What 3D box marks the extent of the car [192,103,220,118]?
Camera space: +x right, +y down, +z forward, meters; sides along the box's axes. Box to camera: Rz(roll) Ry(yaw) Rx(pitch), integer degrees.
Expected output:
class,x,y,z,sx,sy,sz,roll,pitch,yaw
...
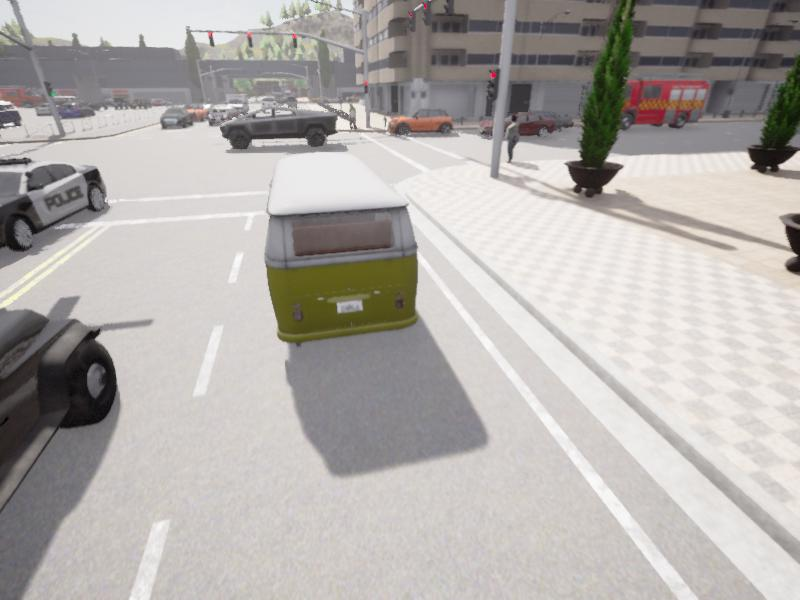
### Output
class,x,y,z,sx,sy,sz,roll,pitch,yaw
car,-23.951,-23.526,49.588,2.163,1.488,4.792,-7,29,-12

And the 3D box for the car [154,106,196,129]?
class,x,y,z,sx,sy,sz,roll,pitch,yaw
car,-20.235,-16.591,36.263,2.033,1.649,4.856,-7,29,-12

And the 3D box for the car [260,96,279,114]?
class,x,y,z,sx,sy,sz,roll,pitch,yaw
car,-18.816,-28.197,57.759,2.150,2.045,5.566,-7,29,-13

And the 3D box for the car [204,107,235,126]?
class,x,y,z,sx,sy,sz,roll,pitch,yaw
car,-17.213,-17.644,38.377,1.970,1.475,3.806,-7,29,-12

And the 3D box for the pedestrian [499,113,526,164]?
class,x,y,z,sx,sy,sz,roll,pitch,yaw
pedestrian,4.518,-6.513,16.143,0.751,1.860,0.751,2,28,5

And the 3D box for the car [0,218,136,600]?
class,x,y,z,sx,sy,sz,roll,pitch,yaw
car,-3.591,1.028,2.435,1.905,1.878,3.866,-7,29,-12

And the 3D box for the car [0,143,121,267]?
class,x,y,z,sx,sy,sz,roll,pitch,yaw
car,-8.996,-2.419,9.295,1.930,1.638,5.238,-5,28,-8

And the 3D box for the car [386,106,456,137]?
class,x,y,z,sx,sy,sz,roll,pitch,yaw
car,1.418,-12.622,28.189,4.553,1.767,2.097,-5,28,-9

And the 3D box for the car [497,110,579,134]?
class,x,y,z,sx,sy,sz,roll,pitch,yaw
car,10.281,-13.386,29.956,5.357,1.411,2.033,-7,29,-12

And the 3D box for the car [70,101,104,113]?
class,x,y,z,sx,sy,sz,roll,pitch,yaw
car,-47.315,-29.349,60.637,2.033,1.415,5.357,-7,29,-12

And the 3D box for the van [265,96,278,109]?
class,x,y,z,sx,sy,sz,roll,pitch,yaw
van,-22.416,-34.477,69.749,1.775,1.987,4.442,-7,29,-12

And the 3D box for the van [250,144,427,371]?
class,x,y,z,sx,sy,sz,roll,pitch,yaw
van,-1.104,-1.137,6.400,1.775,1.987,4.442,-7,29,-12

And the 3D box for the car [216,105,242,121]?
class,x,y,z,sx,sy,sz,roll,pitch,yaw
car,-18.940,-20.848,44.578,1.994,1.385,4.181,-7,29,-12

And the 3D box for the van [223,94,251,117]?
class,x,y,z,sx,sy,sz,roll,pitch,yaw
van,-21.048,-25.277,51.853,2.351,2.431,6.366,-7,29,-12

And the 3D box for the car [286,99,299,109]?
class,x,y,z,sx,sy,sz,roll,pitch,yaw
car,-18.124,-33.022,67.392,1.845,1.501,3.633,-7,29,-12

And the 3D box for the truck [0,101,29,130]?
class,x,y,z,sx,sy,sz,roll,pitch,yaw
truck,-34.130,-15.576,33.706,2.069,2.038,4.478,-7,29,-12

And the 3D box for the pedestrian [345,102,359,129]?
class,x,y,z,sx,sy,sz,roll,pitch,yaw
pedestrian,-3.779,-14.455,31.373,0.751,1.860,0.751,-17,32,-29

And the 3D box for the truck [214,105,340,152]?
class,x,y,z,sx,sy,sz,roll,pitch,yaw
truck,-6.808,-9.831,22.740,6.274,2.098,2.390,-7,29,-13

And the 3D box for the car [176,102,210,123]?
class,x,y,z,sx,sy,sz,roll,pitch,yaw
car,-22.115,-20.206,42.947,2.097,1.767,4.553,-7,29,-12

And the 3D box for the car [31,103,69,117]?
class,x,y,z,sx,sy,sz,roll,pitch,yaw
car,-44.695,-24.353,51.164,1.970,1.475,3.806,-7,29,-12

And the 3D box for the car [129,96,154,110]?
class,x,y,z,sx,sy,sz,roll,pitch,yaw
car,-43.377,-33.097,67.177,1.932,1.855,4.605,-7,29,-12

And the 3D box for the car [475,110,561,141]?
class,x,y,z,sx,sy,sz,roll,pitch,yaw
car,7.644,-11.437,26.147,5.008,1.535,1.882,-8,29,-12

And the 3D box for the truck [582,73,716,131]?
class,x,y,z,sx,sy,sz,roll,pitch,yaw
truck,19.271,-15.521,31.286,8.468,3.827,2.891,-7,28,-12

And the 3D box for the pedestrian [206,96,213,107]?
class,x,y,z,sx,sy,sz,roll,pitch,yaw
pedestrian,-37.597,-39.133,78.829,0.751,1.860,0.751,-6,28,-11

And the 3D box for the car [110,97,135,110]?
class,x,y,z,sx,sy,sz,roll,pitch,yaw
car,-46.202,-32.785,66.627,1.905,1.878,3.866,-7,29,-12

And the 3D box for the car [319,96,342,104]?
class,x,y,z,sx,sy,sz,roll,pitch,yaw
car,-16.024,-46.411,92.680,4.974,1.542,2.038,-7,29,-12

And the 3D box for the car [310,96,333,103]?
class,x,y,z,sx,sy,sz,roll,pitch,yaw
car,-18.742,-47.742,95.290,5.008,1.535,1.882,-7,29,-12

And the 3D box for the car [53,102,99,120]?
class,x,y,z,sx,sy,sz,roll,pitch,yaw
car,-37.706,-22.152,46.760,2.242,1.667,4.611,-7,29,-12

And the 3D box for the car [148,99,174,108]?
class,x,y,z,sx,sy,sz,roll,pitch,yaw
car,-47.430,-39.148,79.531,3.806,1.475,1.970,-7,28,-12

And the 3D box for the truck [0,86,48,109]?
class,x,y,z,sx,sy,sz,roll,pitch,yaw
truck,-71.841,-37.619,74.322,8.468,3.827,2.891,-6,28,-11
